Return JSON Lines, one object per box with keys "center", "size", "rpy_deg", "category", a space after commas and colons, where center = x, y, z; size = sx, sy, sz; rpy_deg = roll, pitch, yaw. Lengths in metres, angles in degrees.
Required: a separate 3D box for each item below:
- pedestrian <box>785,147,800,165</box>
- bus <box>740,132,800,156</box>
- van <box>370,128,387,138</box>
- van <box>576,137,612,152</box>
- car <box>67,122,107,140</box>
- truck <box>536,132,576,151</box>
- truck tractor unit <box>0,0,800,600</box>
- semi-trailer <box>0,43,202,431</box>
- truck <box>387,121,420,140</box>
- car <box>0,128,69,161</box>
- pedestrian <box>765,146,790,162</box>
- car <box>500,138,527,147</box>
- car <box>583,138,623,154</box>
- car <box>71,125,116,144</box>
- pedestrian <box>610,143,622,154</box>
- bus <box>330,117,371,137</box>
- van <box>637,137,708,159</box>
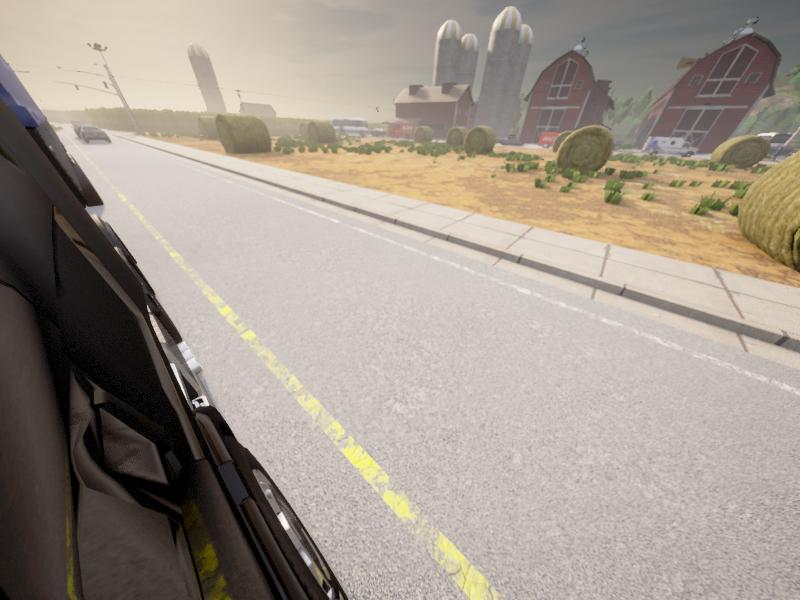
{"center": [52.020, -18.778, 30.155], "size": [0.751, 1.860, 0.751], "rpy_deg": [21, 40, 23], "category": "pedestrian"}
{"center": [89.475, -38.091, 56.300], "size": [3.944, 4.253, 10.273], "rpy_deg": [26, 42, 28], "category": "bus"}
{"center": [-6.211, -47.711, 65.961], "size": [4.480, 2.038, 2.069], "rpy_deg": [25, 42, 28], "category": "van"}
{"center": [35.418, -28.462, 42.270], "size": [4.442, 1.987, 1.775], "rpy_deg": [25, 42, 27], "category": "van"}
{"center": [-37.507, -20.244, 27.668], "size": [4.792, 1.488, 2.163], "rpy_deg": [28, 43, 30], "category": "car"}
{"center": [28.642, -29.206, 42.498], "size": [5.204, 2.467, 2.627], "rpy_deg": [25, 42, 27], "category": "truck"}
{"center": [-2.645, -0.295, 0.351], "size": [6.516, 4.208, 3.053], "rpy_deg": [28, 44, 30], "category": "truck tractor unit"}
{"center": [-8.705, -3.579, 4.254], "size": [14.254, 4.402, 2.717], "rpy_deg": [28, 44, 30], "category": "semi-trailer"}
{"center": [0.871, -45.170, 61.415], "size": [8.468, 3.827, 2.891], "rpy_deg": [25, 42, 27], "category": "truck"}
{"center": [-22.884, -9.786, 14.434], "size": [4.181, 1.385, 1.994], "rpy_deg": [28, 43, 30], "category": "car"}
{"center": [53.825, -20.778, 32.951], "size": [0.751, 1.860, 0.751], "rpy_deg": [22, 41, 24], "category": "pedestrian"}
{"center": [22.675, -31.516, 46.192], "size": [4.181, 1.385, 1.994], "rpy_deg": [25, 43, 28], "category": "car"}
{"center": [34.467, -26.277, 39.357], "size": [4.605, 1.855, 1.932], "rpy_deg": [25, 42, 27], "category": "car"}
{"center": [-31.866, -17.241, 23.992], "size": [5.357, 1.411, 2.033], "rpy_deg": [28, 43, 30], "category": "car"}
{"center": [32.071, -22.454, 34.259], "size": [0.751, 1.300, 0.751], "rpy_deg": [22, 41, 25], "category": "pedestrian"}
{"center": [-13.923, -49.455, 66.052], "size": [10.273, 4.253, 3.944], "rpy_deg": [7, 37, 6], "category": "bus"}
{"center": [41.256, -23.365, 35.329], "size": [6.366, 2.431, 2.351], "rpy_deg": [25, 42, 27], "category": "van"}
